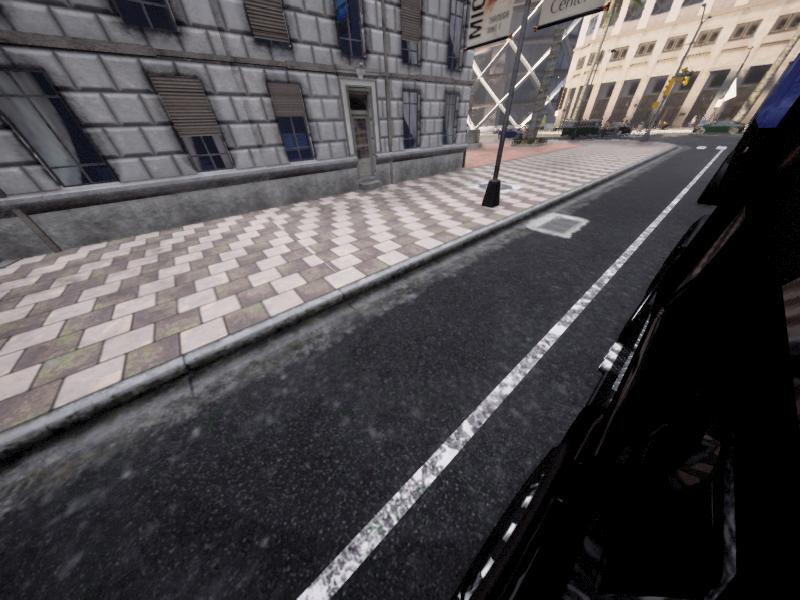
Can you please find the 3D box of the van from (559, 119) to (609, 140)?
[{"bbox_3d":[23.708,-22.076,29.973,1.775,1.987,4.442,-29,44,-31],"label":"van"}]

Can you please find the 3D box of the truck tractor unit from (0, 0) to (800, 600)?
[{"bbox_3d":[2.645,-0.295,0.351,6.516,4.208,3.053,-28,44,-30],"label":"truck tractor unit"}]

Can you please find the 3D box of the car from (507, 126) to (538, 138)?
[{"bbox_3d":[19.803,-27.197,37.484,3.806,1.475,1.970,25,45,32],"label":"car"}]

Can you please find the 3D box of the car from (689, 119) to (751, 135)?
[{"bbox_3d":[39.125,-21.201,28.341,1.994,1.385,4.181,-28,44,-30],"label":"car"}]

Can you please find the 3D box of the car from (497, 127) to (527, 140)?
[{"bbox_3d":[17.260,-25.741,35.657,3.633,1.501,1.845,23,44,31],"label":"car"}]

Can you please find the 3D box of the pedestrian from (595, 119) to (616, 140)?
[{"bbox_3d":[22.417,-18.609,25.233,0.751,1.860,0.751,-6,37,-5],"label":"pedestrian"}]

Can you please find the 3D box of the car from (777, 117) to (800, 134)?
[{"bbox_3d":[43.794,-17.961,23.698,2.033,1.411,5.357,-28,43,-30],"label":"car"}]

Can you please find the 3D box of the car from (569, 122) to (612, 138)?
[{"bbox_3d":[26.286,-23.459,31.973,1.851,1.617,3.988,-30,44,-31],"label":"car"}]

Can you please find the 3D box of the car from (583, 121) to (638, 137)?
[{"bbox_3d":[29.875,-24.421,33.001,1.930,1.638,5.238,-28,44,-30],"label":"car"}]

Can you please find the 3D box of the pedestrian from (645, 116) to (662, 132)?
[{"bbox_3d":[37.986,-26.405,34.659,0.751,1.860,0.751,-6,37,-4],"label":"pedestrian"}]

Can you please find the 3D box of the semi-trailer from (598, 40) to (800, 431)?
[{"bbox_3d":[8.695,-3.610,4.227,14.254,4.402,2.717,-28,44,-30],"label":"semi-trailer"}]
